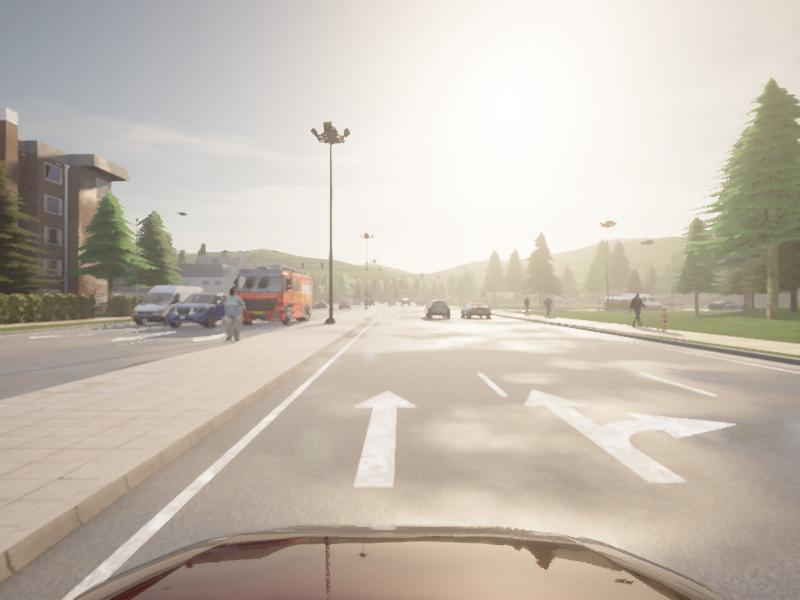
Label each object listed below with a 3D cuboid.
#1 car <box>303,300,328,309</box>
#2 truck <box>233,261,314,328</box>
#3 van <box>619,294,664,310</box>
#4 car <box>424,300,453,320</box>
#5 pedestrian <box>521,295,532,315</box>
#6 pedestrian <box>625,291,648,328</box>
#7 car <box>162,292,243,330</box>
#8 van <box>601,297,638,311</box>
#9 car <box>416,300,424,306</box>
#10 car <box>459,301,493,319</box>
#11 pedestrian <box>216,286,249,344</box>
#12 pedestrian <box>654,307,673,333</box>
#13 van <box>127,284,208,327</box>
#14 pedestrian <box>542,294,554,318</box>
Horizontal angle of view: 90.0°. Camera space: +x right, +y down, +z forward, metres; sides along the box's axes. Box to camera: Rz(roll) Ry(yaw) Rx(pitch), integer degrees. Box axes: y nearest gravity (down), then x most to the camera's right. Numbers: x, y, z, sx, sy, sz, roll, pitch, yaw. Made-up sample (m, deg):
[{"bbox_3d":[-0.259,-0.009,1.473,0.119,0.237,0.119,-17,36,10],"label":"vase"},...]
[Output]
[{"bbox_3d":[-15.087,0.774,71.429,2.242,1.667,4.611,0,0,22],"label":"car"},{"bbox_3d":[-8.161,-0.314,27.160,2.891,3.827,8.468,0,0,0],"label":"truck"},{"bbox_3d":[38.536,0.316,63.989,5.915,2.561,1.988,0,0,0],"label":"van"},{"bbox_3d":[3.295,0.787,35.460,2.033,1.649,4.856,0,0,-1],"label":"car"},{"bbox_3d":[11.906,0.483,37.549,0.751,1.860,0.751,0,0,-4],"label":"pedestrian"},{"bbox_3d":[12.026,0.478,20.338,0.751,1.860,0.751,0,0,1],"label":"pedestrian"},{"bbox_3d":[-11.638,0.575,24.132,2.150,2.045,5.566,0,0,0],"label":"car"},{"bbox_3d":[33.194,0.587,60.517,4.480,2.038,2.069,0,0,0],"label":"van"},{"bbox_3d":[5.020,0.814,103.123,1.851,1.617,3.988,0,0,0],"label":"car"},{"bbox_3d":[6.760,0.835,36.033,2.038,1.542,4.974,0,0,-1],"label":"car"},{"bbox_3d":[-5.481,0.488,13.138,0.751,1.860,0.751,0,0,0],"label":"pedestrian"},{"bbox_3d":[11.522,0.858,17.494,0.500,1.100,0.500,0,0,2],"label":"pedestrian"},{"bbox_3d":[-15.156,0.329,26.626,1.988,2.561,5.915,0,0,0],"label":"van"},{"bbox_3d":[12.059,0.481,32.615,0.751,1.860,0.751,0,0,-2],"label":"pedestrian"}]
